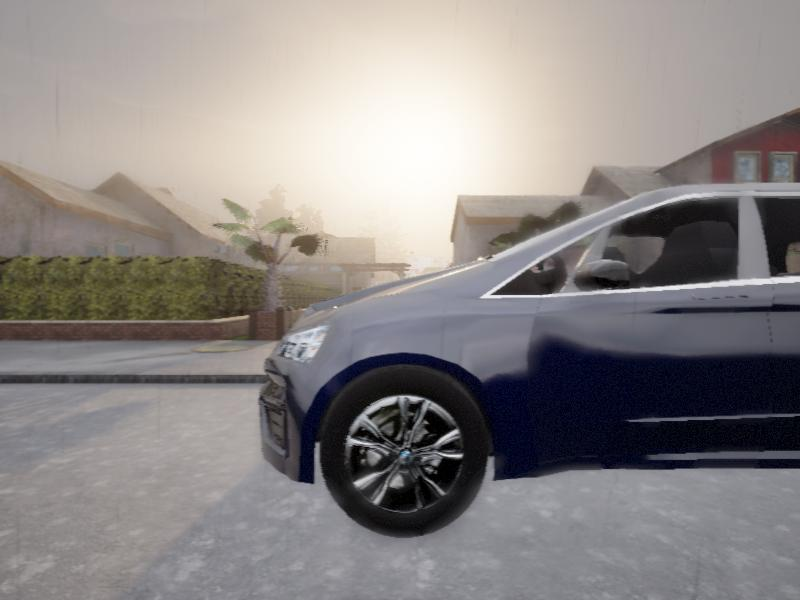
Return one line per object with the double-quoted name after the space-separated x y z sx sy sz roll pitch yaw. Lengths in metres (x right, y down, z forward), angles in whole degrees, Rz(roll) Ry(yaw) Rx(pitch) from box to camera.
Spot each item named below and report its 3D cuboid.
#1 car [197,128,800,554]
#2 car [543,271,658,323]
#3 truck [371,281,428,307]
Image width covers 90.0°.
1.479 0.155 2.758 4.611 1.667 2.242 0 0 -2 "car"
6.448 -0.078 13.334 1.845 1.501 3.633 0 0 -4 "car"
-0.108 -0.926 60.245 8.468 3.827 2.891 0 0 -1 "truck"
